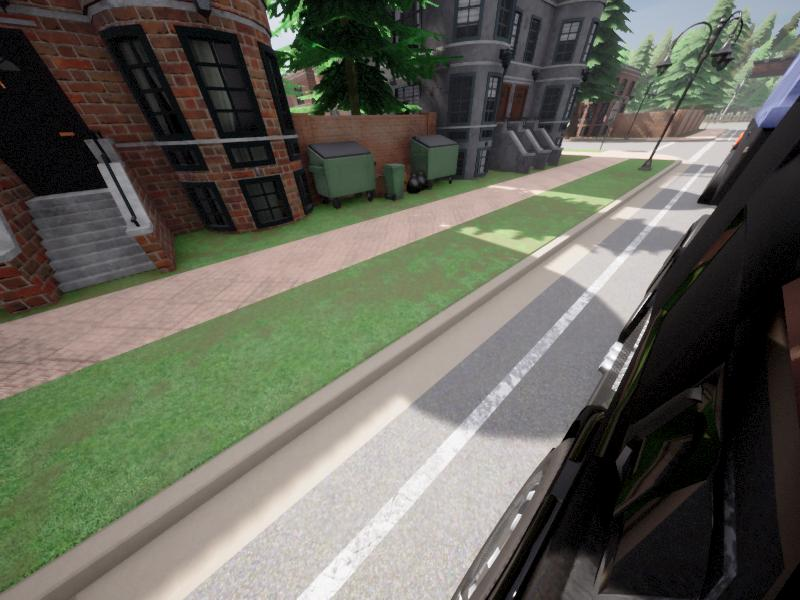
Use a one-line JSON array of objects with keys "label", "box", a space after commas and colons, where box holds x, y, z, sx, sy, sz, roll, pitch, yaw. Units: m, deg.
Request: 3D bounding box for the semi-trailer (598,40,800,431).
[{"label": "semi-trailer", "box": [8.695, -3.607, 4.231, 14.254, 4.402, 2.717, -28, 44, -30]}]

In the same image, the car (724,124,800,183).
[{"label": "car", "box": [16.111, -6.404, 9.845, 5.238, 1.638, 1.930, -28, 44, -30]}]

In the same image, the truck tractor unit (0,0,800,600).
[{"label": "truck tractor unit", "box": [2.645, -0.295, 0.351, 6.516, 4.208, 3.053, -28, 44, -30]}]

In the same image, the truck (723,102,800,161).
[{"label": "truck", "box": [21.917, -9.851, 13.381, 5.204, 2.467, 2.627, -28, 44, -30]}]
